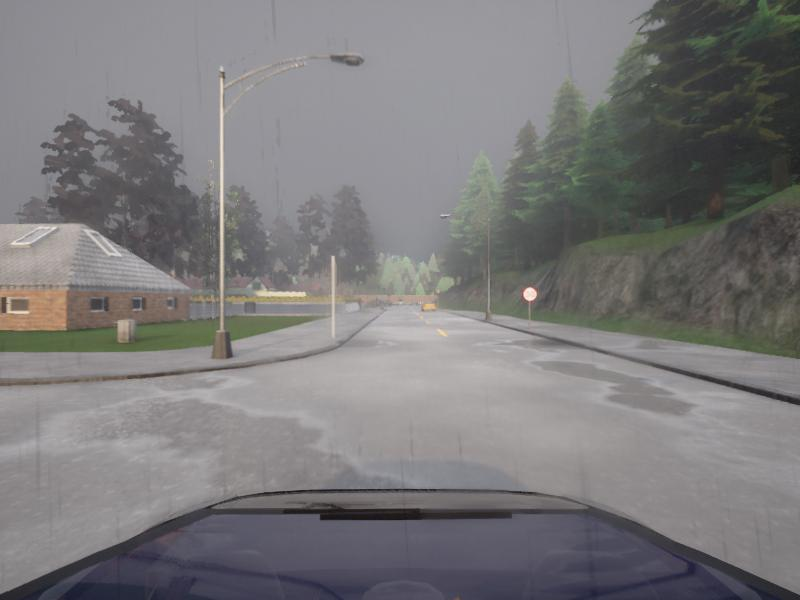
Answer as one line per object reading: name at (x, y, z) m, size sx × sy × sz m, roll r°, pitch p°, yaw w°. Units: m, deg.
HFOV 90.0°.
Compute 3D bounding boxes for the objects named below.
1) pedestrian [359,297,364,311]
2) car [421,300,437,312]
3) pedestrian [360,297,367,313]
pedestrian at (-5.400, 0.533, 56.068) m, size 0.751 × 1.860 × 0.751 m, roll 0°, pitch 0°, yaw 0°
car at (3.997, 0.801, 56.181) m, size 1.801 × 1.575 × 5.366 m, roll 0°, pitch 0°, yaw 0°
pedestrian at (-4.212, 0.533, 45.848) m, size 0.751 × 1.860 × 0.751 m, roll 0°, pitch 0°, yaw 1°
